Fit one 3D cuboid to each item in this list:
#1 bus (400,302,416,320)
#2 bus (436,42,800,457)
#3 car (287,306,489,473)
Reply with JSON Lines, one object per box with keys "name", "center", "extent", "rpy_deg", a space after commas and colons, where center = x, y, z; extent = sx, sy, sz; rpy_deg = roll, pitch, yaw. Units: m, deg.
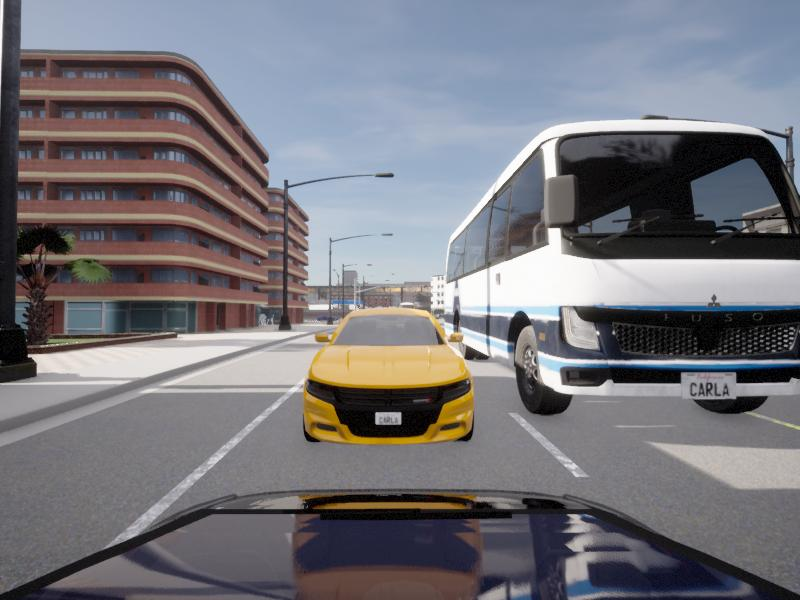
{"name": "bus", "center": [1.998, 2.863, 104.264], "extent": [3.944, 4.253, 10.273], "rpy_deg": [0, -2, -1]}
{"name": "bus", "center": [3.395, -0.452, 9.263], "extent": [3.944, 4.253, 10.273], "rpy_deg": [0, -1, -1]}
{"name": "car", "center": [-0.160, 0.861, 6.233], "extent": [1.882, 1.535, 5.008], "rpy_deg": [0, -1, -1]}
